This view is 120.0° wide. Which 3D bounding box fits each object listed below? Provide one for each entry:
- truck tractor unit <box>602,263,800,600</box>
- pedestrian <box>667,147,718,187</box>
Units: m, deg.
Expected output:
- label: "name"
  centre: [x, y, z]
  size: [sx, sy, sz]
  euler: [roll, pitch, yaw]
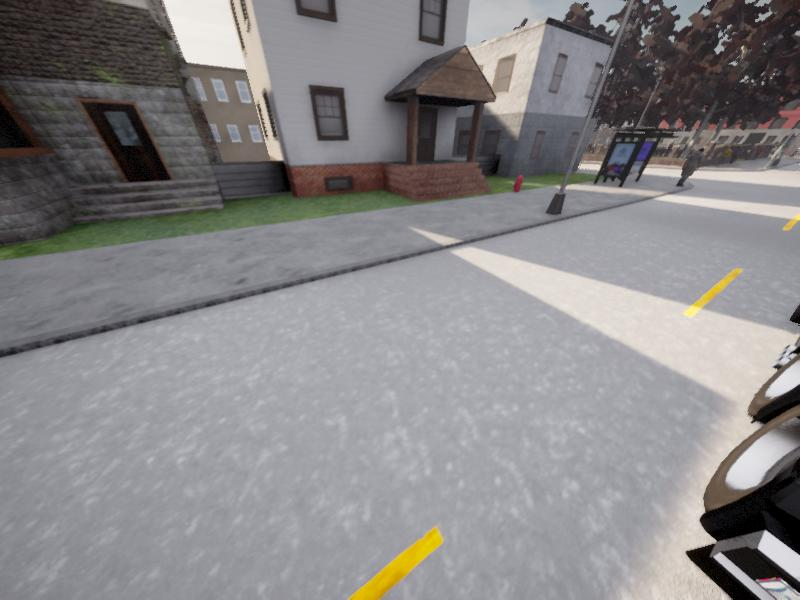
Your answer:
- label: "truck tractor unit"
  centre: [5.108, -0.303, 0.784]
  size: [6.516, 4.208, 3.053]
  euler: [-18, 39, -24]
- label: "pedestrian"
  centre: [16.228, -7.403, 12.893]
  size: [0.751, 1.860, 0.751]
  euler: [-3, 35, -5]
